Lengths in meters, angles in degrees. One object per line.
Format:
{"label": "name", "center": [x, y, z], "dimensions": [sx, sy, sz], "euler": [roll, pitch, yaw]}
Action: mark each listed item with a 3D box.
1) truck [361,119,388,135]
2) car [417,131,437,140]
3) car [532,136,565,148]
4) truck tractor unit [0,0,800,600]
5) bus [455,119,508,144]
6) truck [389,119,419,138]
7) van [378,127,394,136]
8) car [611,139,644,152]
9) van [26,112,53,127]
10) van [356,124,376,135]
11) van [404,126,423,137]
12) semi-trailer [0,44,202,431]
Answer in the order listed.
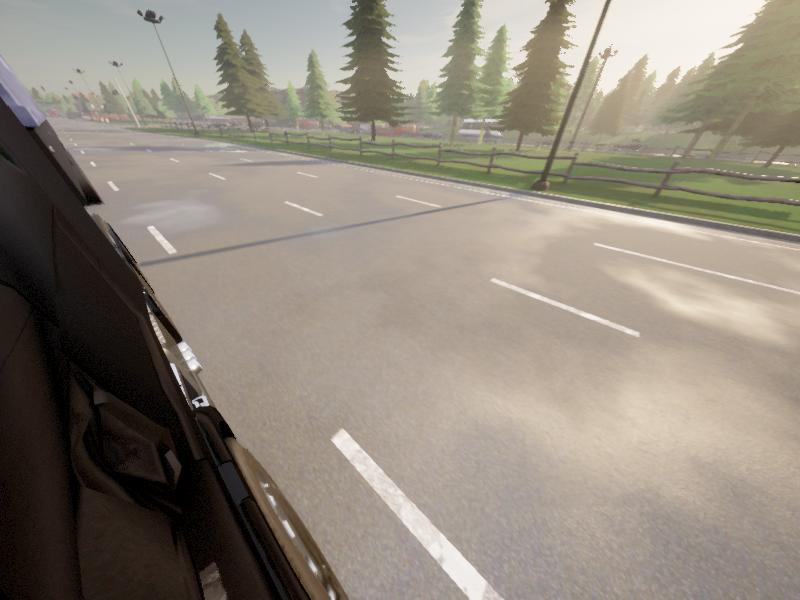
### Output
{"label": "truck", "center": [-7.976, -53.613, 71.617], "dimensions": [8.468, 3.827, 2.891], "euler": [28, 44, 30]}
{"label": "car", "center": [6.874, -41.964, 58.862], "dimensions": [4.892, 1.490, 1.837], "euler": [28, 44, 30]}
{"label": "car", "center": [30.110, -32.146, 46.988], "dimensions": [5.027, 1.651, 2.152], "euler": [31, 45, 33]}
{"label": "truck tractor unit", "center": [-2.645, -0.295, 0.351], "dimensions": [6.516, 4.208, 3.053], "euler": [28, 44, 30]}
{"label": "bus", "center": [18.764, -39.384, 53.805], "dimensions": [10.273, 4.253, 3.944], "euler": [28, 44, 30]}
{"label": "truck", "center": [1.015, -48.804, 65.713], "dimensions": [8.468, 3.827, 2.891], "euler": [28, 44, 30]}
{"label": "van", "center": [-4.010, -47.986, 65.867], "dimensions": [4.442, 1.987, 1.775], "euler": [28, 44, 30]}
{"label": "car", "center": [42.149, -28.749, 42.925], "dimensions": [3.866, 1.878, 1.905], "euler": [28, 44, 30]}
{"label": "van", "center": [-64.213, -32.108, 41.151], "dimensions": [4.442, 1.987, 1.775], "euler": [28, 44, 30]}
{"label": "van", "center": [-10.286, -51.529, 69.862], "dimensions": [6.366, 2.431, 2.351], "euler": [28, 44, 30]}
{"label": "van", "center": [4.081, -52.144, 71.398], "dimensions": [5.915, 2.561, 1.988], "euler": [28, 44, 30]}
{"label": "semi-trailer", "center": [-8.701, -3.592, 4.240], "dimensions": [14.254, 4.402, 2.717], "euler": [28, 44, 30]}
